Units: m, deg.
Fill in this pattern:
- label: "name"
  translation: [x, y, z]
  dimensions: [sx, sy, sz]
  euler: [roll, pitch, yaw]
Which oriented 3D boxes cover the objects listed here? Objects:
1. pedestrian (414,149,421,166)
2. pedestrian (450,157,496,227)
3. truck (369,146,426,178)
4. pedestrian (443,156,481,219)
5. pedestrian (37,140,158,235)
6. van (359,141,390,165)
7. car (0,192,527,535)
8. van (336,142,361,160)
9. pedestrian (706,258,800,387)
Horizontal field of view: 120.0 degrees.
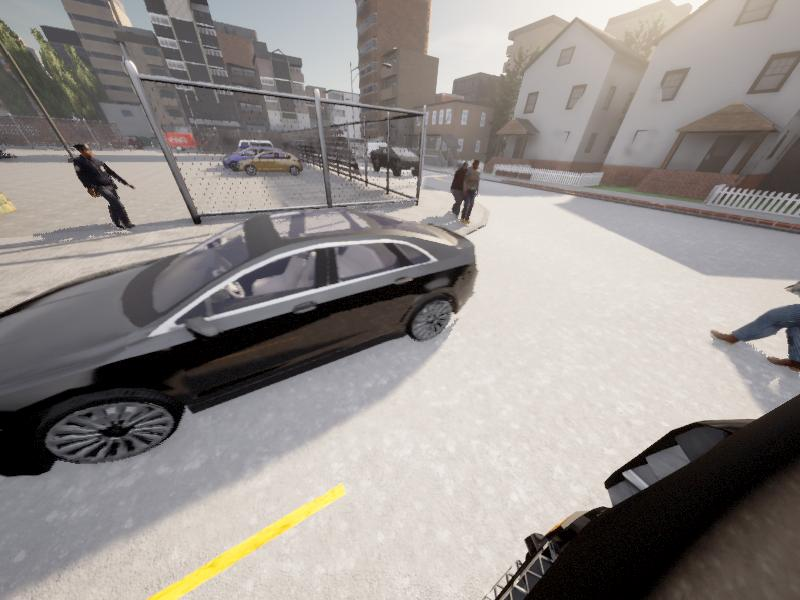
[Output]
- label: "pedestrian"
  translation: [2.311, -18.698, 30.325]
  dimensions: [0.751, 1.860, 0.751]
  euler: [8, 34, 7]
- label: "pedestrian"
  translation: [2.205, -3.335, 7.223]
  dimensions: [0.751, 1.860, 0.751]
  euler: [-3, 34, -10]
- label: "truck"
  translation: [-0.462, -12.814, 21.303]
  dimensions: [2.390, 2.098, 6.274]
  euler: [-16, 38, -25]
- label: "pedestrian"
  translation: [2.090, -3.853, 7.994]
  dimensions: [0.751, 1.860, 0.751]
  euler: [-1, 34, -7]
- label: "pedestrian"
  translation: [-6.847, -2.575, 5.382]
  dimensions: [0.751, 1.860, 0.751]
  euler: [7, 34, 6]
- label: "van"
  translation: [-3.639, -20.720, 32.563]
  dimensions: [1.988, 2.561, 5.915]
  euler: [-16, 38, -26]
- label: "car"
  translation: [-1.230, -0.177, 2.750]
  dimensions: [4.902, 1.511, 2.128]
  euler: [-16, 38, -26]
- label: "van"
  translation: [-9.100, -26.227, 40.538]
  dimensions: [2.351, 2.431, 6.366]
  euler: [-15, 38, -25]
- label: "pedestrian"
  translation: [4.883, -0.026, 2.632]
  dimensions: [0.751, 1.860, 0.751]
  euler: [-14, 37, -24]
